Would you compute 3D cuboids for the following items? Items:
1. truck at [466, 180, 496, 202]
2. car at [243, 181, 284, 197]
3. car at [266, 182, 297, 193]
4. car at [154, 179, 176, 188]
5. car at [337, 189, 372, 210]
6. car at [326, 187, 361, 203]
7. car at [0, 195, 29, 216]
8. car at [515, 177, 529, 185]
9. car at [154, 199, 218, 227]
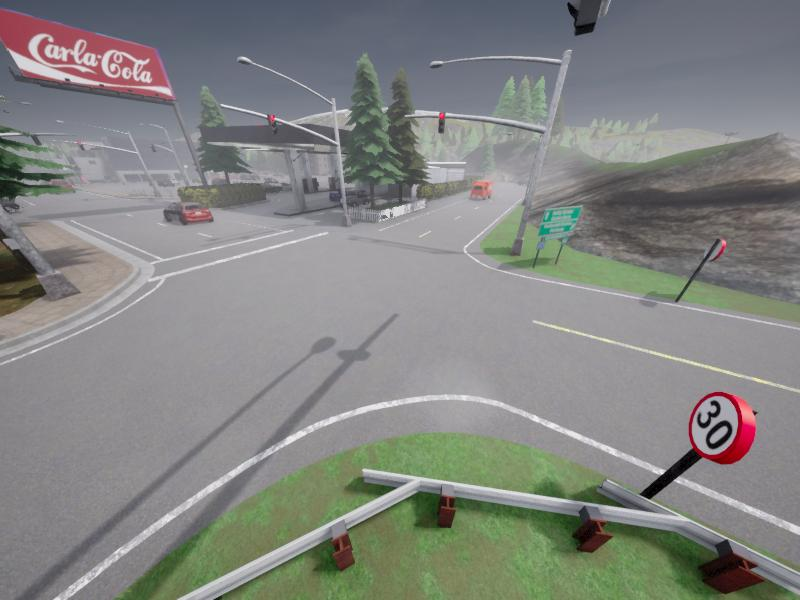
[{"bbox_3d":[12.002,-16.147,34.094,2.627,2.467,5.204,17,34,26],"label":"truck"},{"bbox_3d":[-23.484,-19.325,40.019,2.150,2.045,5.566,16,33,25],"label":"car"},{"bbox_3d":[-23.524,-22.541,46.109,2.038,1.542,4.974,16,34,26],"label":"car"},{"bbox_3d":[-54.495,-27.084,53.607,4.514,1.523,2.007,16,34,26],"label":"car"},{"bbox_3d":[-5.367,-12.080,27.650,1.905,1.878,3.866,16,34,26],"label":"car"},{"bbox_3d":[-8.082,-15.233,33.445,2.242,1.667,4.611,16,34,26],"label":"car"},{"bbox_3d":[-40.574,-8.743,22.105,1.837,1.490,4.892,8,35,11],"label":"car"},{"bbox_3d":[33.626,-32.780,63.734,2.033,1.649,4.856,7,31,11],"label":"car"},{"bbox_3d":[-18.362,-7.600,19.872,4.611,1.667,2.242,16,32,26],"label":"car"}]
